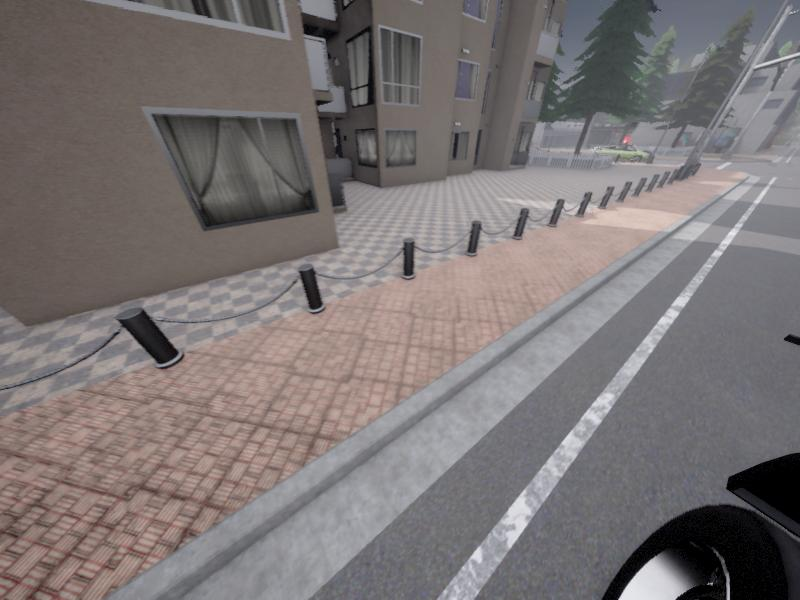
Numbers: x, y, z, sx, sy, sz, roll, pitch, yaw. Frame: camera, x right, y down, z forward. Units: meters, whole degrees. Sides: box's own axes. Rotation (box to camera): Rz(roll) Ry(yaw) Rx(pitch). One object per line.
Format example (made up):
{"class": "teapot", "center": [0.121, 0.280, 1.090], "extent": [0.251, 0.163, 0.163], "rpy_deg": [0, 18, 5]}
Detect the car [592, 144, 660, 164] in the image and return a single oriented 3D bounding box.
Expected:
{"class": "car", "center": [23.322, -15.247, 24.031], "extent": [2.007, 1.525, 4.514], "rpy_deg": [-23, 41, -28]}

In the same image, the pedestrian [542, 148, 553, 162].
{"class": "pedestrian", "center": [14.788, -14.580, 23.206], "extent": [0.500, 1.100, 0.500], "rpy_deg": [-28, 44, -33]}
